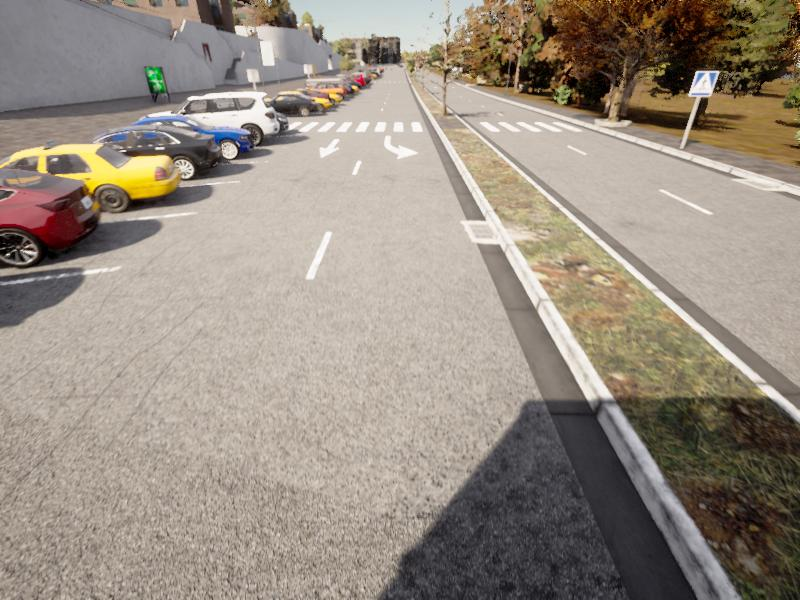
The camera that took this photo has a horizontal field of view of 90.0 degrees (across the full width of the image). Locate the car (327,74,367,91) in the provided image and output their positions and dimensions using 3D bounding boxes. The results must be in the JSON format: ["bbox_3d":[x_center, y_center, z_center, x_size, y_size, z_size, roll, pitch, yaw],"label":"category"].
[{"bbox_3d":[-8.041,-33.166,60.849,5.566,2.045,2.435,-11,32,-17],"label":"car"}]

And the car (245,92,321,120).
[{"bbox_3d":[-8.037,-13.371,27.501,4.674,1.452,2.002,-11,32,-17],"label":"car"}]

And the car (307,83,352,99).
[{"bbox_3d":[-8.020,-23.828,45.580,4.674,1.452,2.002,-11,32,-17],"label":"car"}]

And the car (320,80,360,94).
[{"bbox_3d":[-7.991,-28.374,53.311,4.792,1.488,2.163,-11,32,-17],"label":"car"}]

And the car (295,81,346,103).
[{"bbox_3d":[-8.002,-20.976,40.344,4.553,1.767,2.185,-11,32,-17],"label":"car"}]

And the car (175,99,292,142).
[{"bbox_3d":[-8.058,-8.918,19.749,4.892,1.521,2.231,-11,31,-17],"label":"car"}]

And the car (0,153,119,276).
[{"bbox_3d":[-8.085,-1.364,6.872,4.792,1.488,2.163,-11,32,-17],"label":"car"}]

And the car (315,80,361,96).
[{"bbox_3d":[-7.848,-26.919,50.770,5.366,1.575,1.946,-11,32,-17],"label":"car"}]

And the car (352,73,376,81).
[{"bbox_3d":[-7.960,-49.796,89.280,4.792,1.488,2.163,-11,32,-17],"label":"car"}]

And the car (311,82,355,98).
[{"bbox_3d":[-8.049,-25.334,48.142,4.792,1.488,2.163,-11,32,-17],"label":"car"}]

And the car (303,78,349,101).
[{"bbox_3d":[-7.922,-22.582,42.912,4.442,1.987,1.878,-11,31,-17],"label":"car"}]

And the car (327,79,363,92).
[{"bbox_3d":[-8.010,-31.399,58.443,4.674,1.452,2.002,-11,32,-17],"label":"car"}]

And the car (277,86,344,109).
[{"bbox_3d":[-7.860,-17.916,35.287,5.366,1.575,1.946,-11,31,-17],"label":"car"}]

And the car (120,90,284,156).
[{"bbox_3d":[-8.080,-7.626,17.027,5.566,2.045,2.435,-11,32,-17],"label":"car"}]

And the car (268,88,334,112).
[{"bbox_3d":[-8.063,-16.356,32.652,4.792,1.488,2.163,-11,32,-17],"label":"car"}]

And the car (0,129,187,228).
[{"bbox_3d":[-8.231,-2.871,9.385,5.366,1.575,1.946,-11,32,-17],"label":"car"}]

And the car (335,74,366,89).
[{"bbox_3d":[-7.904,-34.704,63.475,4.442,1.987,1.878,-11,32,-17],"label":"car"}]

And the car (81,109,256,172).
[{"bbox_3d":[-8.058,-5.915,14.593,5.008,1.535,2.097,-11,32,-17],"label":"car"}]

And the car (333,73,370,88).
[{"bbox_3d":[-7.985,-36.238,65.999,5.566,2.045,2.435,-11,32,-17],"label":"car"}]

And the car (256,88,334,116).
[{"bbox_3d":[-7.866,-14.936,30.118,5.366,1.575,1.946,-11,31,-17],"label":"car"}]

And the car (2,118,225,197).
[{"bbox_3d":[-8.048,-4.408,12.016,4.892,1.521,2.231,-11,32,-17],"label":"car"}]
